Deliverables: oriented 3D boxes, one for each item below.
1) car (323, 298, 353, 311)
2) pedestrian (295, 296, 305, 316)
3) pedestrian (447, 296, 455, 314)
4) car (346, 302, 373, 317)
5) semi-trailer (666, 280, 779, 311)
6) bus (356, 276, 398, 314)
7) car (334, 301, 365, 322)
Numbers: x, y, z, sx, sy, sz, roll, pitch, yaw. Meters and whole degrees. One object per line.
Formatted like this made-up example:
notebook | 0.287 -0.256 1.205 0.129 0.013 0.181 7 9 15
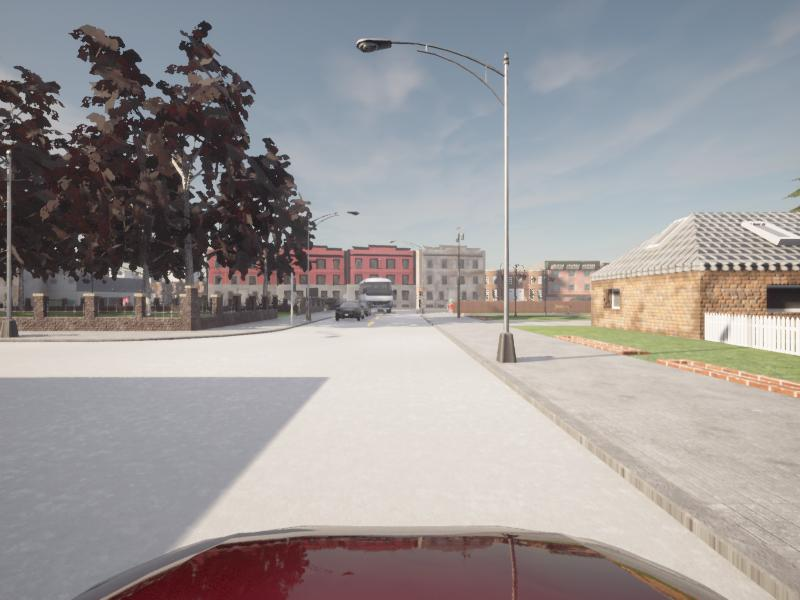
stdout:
car | -8.933 0.646 57.915 3.866 1.878 1.905 0 0 11
pedestrian | -9.210 0.533 36.938 0.751 1.860 0.751 0 0 0
pedestrian | 5.313 0.525 41.552 0.751 1.860 0.751 0 0 2
car | -3.869 0.895 39.441 2.033 1.411 5.357 0 0 1
semi-trailer | 46.818 -0.618 58.346 14.254 4.402 2.717 0 0 0
bus | -3.122 -0.534 50.403 3.944 4.253 10.273 0 0 -11
car | -3.937 0.823 32.015 1.882 1.535 5.008 0 0 0
